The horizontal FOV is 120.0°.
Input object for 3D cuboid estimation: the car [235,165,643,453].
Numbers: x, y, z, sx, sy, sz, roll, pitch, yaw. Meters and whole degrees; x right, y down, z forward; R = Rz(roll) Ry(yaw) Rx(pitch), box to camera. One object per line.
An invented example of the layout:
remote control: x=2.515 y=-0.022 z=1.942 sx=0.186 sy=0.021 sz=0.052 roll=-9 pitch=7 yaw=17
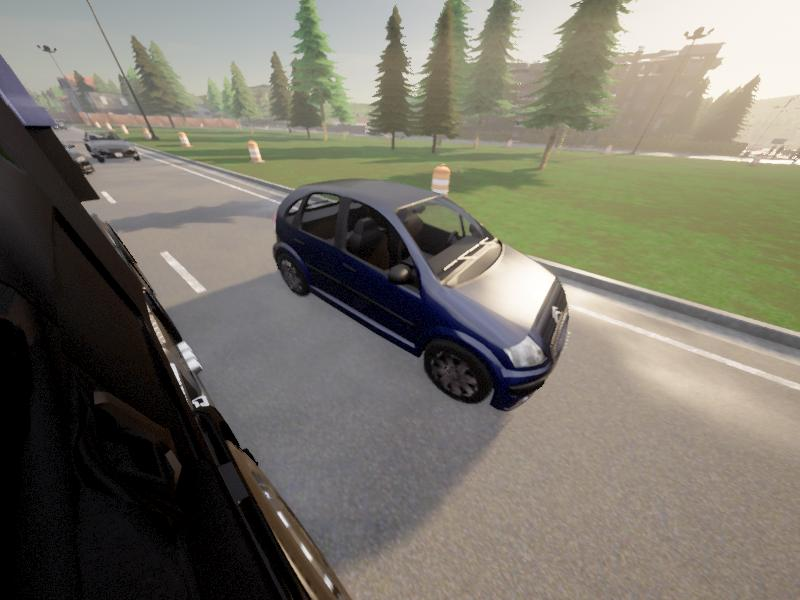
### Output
car: x=0.025 y=-0.553 z=3.027 sx=3.988 sy=1.617 sz=1.851 roll=27 pitch=43 yaw=29

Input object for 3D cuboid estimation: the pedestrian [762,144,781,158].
pedestrian: x=60.556 y=-24.341 z=37.650 sx=0.751 sy=1.860 sz=0.751 roll=-27 pitch=45 yaw=-33

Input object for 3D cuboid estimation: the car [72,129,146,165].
car: x=-17.313 y=-9.157 z=13.723 sx=4.193 sy=1.474 sz=1.816 roll=27 pitch=43 yaw=29

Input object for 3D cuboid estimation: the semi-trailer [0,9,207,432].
semi-trailer: x=-9.024 y=-3.339 z=3.913 sx=14.254 sy=4.402 sz=2.717 roll=24 pitch=42 yaw=26

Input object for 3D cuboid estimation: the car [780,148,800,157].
car: x=82.801 y=-30.905 z=48.402 sx=1.895 sy=1.301 sz=4.718 roll=26 pitch=43 yaw=29

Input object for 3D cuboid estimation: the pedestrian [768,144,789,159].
pedestrian: x=59.302 y=-23.303 z=36.193 sx=0.751 sy=1.860 sz=0.751 roll=28 pitch=44 yaw=30

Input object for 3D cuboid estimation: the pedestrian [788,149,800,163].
pedestrian: x=53.989 y=-19.564 z=31.152 sx=0.751 sy=1.860 sz=0.751 roll=30 pitch=45 yaw=32

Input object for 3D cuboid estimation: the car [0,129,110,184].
car: x=-15.667 y=-6.328 z=9.995 sx=4.902 sy=1.511 sz=2.128 roll=19 pitch=38 yaw=20

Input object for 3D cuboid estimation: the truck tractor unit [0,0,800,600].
truck tractor unit: x=-2.645 y=-0.295 z=0.351 sx=6.516 sy=4.208 sz=3.053 roll=28 pitch=44 yaw=30
